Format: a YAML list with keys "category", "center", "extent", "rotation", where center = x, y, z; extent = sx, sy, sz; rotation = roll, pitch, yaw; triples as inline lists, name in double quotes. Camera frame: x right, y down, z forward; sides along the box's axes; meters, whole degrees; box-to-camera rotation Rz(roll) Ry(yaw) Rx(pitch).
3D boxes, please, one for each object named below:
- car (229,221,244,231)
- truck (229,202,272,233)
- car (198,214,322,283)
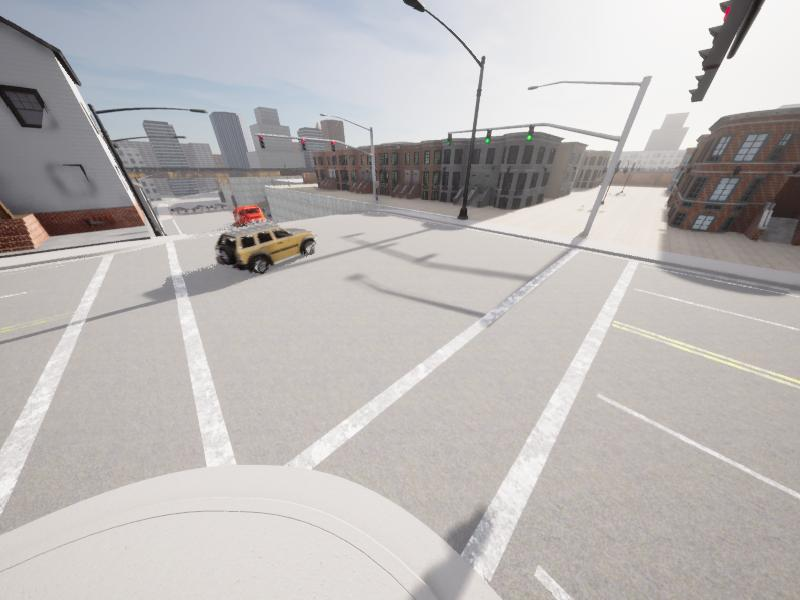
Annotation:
- category: "car"
  center: [-36.926, -16.826, 52.119]
  extent: [1.895, 1.301, 4.718]
  rotation: [-24, 36, -34]
- category: "truck"
  center: [-17.448, -9.513, 26.844]
  extent: [2.627, 2.467, 5.204]
  rotation: [-27, 26, -37]
- category: "car"
  center: [-6.289, -2.758, 11.205]
  extent: [1.932, 1.855, 4.605]
  rotation: [15, 33, 23]
